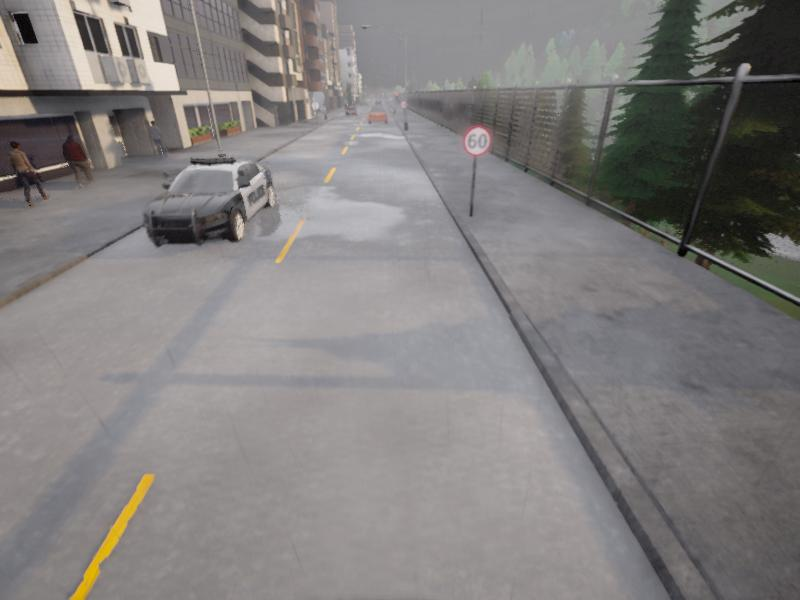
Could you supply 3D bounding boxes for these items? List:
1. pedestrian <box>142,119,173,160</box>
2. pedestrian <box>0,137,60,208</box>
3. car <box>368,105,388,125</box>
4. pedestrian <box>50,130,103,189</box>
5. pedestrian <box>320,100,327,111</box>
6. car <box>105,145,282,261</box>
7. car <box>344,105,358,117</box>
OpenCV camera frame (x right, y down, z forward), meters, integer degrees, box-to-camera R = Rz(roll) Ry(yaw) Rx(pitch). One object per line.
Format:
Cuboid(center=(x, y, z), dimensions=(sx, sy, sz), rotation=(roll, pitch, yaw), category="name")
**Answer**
Cuboid(center=(-12.305, -8.160, 20.340), dimensions=(0.751, 1.860, 0.751), rotation=(-6, 28, -11), category="pedestrian")
Cuboid(center=(-11.058, -3.777, 11.849), dimensions=(0.751, 1.860, 0.751), rotation=(-6, 28, -11), category="pedestrian")
Cuboid(center=(-2.489, -20.845, 45.023), dimensions=(2.097, 1.767, 4.553), rotation=(-2, 27, -2), category="car")
Cuboid(center=(-11.364, -4.958, 14.126), dimensions=(0.751, 1.860, 0.751), rotation=(-7, 28, -13), category="pedestrian")
Cuboid(center=(-14.714, -37.387, 76.914), dimensions=(0.751, 1.860, 0.751), rotation=(22, 35, 36), category="pedestrian")
Cuboid(center=(-4.665, -2.762, 10.207), dimensions=(1.930, 1.638, 5.238), rotation=(-2, 27, -2), category="car")
Cuboid(center=(-7.251, -28.210, 59.643), dimensions=(1.845, 1.501, 3.633), rotation=(-2, 27, -2), category="car")
